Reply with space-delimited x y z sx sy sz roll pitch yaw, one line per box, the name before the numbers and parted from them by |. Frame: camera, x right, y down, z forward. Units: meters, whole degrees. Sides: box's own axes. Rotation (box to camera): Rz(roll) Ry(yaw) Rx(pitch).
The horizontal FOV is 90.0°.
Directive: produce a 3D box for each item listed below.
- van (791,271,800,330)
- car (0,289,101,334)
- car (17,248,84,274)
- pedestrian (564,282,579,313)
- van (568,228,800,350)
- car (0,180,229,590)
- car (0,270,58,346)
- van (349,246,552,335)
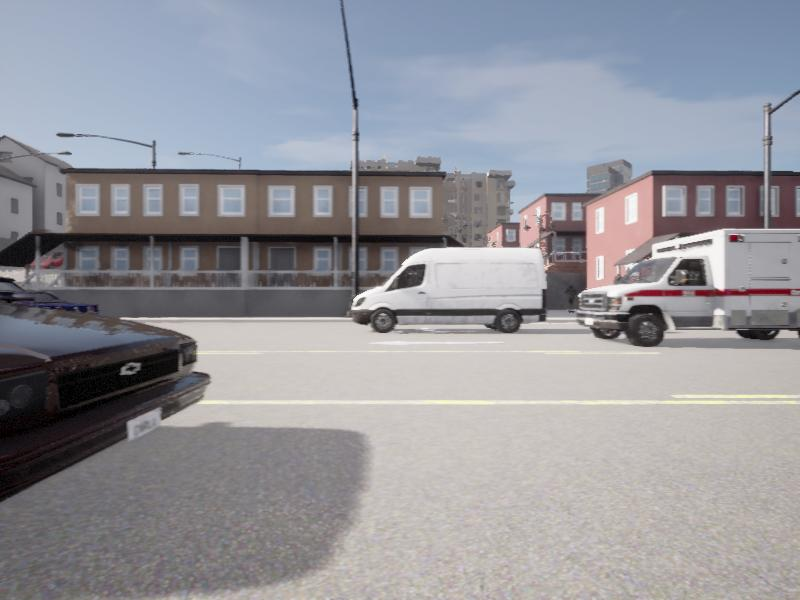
van | 15.498 0.002 12.681 4.442 1.987 1.775 0 0 0
car | -12.455 0.338 12.597 4.718 1.301 1.895 0 0 1
car | -31.846 -3.658 36.687 2.007 1.525 4.514 0 17 -1
pedestrian | 10.698 -0.161 24.956 0.751 1.860 0.751 0 0 28
van | 7.547 -0.219 9.203 6.366 2.431 2.351 0 0 0
car | -4.055 0.293 2.207 5.357 1.411 2.033 0 0 0
car | -11.175 0.172 9.200 4.856 1.649 2.033 0 0 0
van | 1.469 -0.278 12.660 5.915 2.561 1.988 0 0 1
